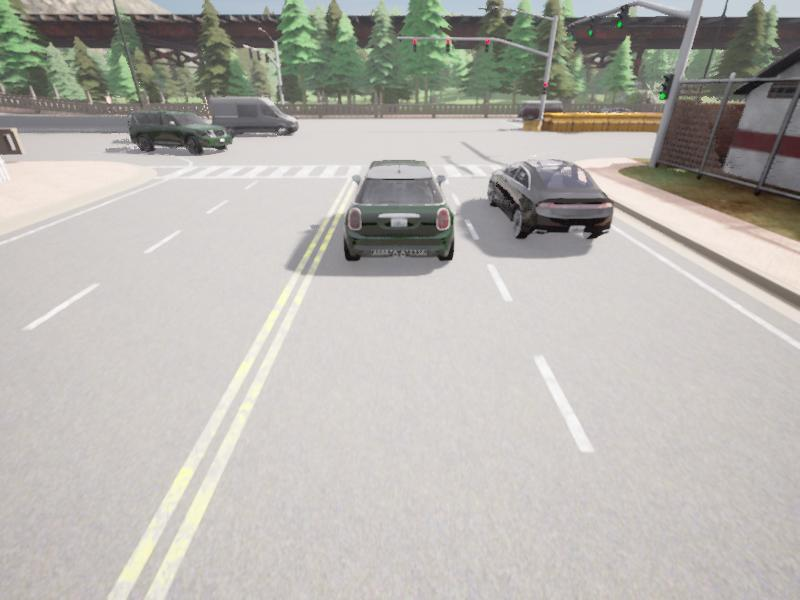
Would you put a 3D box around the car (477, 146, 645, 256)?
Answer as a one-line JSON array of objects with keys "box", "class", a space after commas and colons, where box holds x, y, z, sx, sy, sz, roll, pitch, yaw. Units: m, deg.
[{"box": [3.483, -2.714, 9.962, 2.128, 1.511, 4.902, 0, 28, 0], "class": "car"}]

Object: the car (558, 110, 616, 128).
[{"box": [16.928, -16.479, 36.348, 4.181, 1.385, 1.994, -1, 28, -2], "class": "car"}]

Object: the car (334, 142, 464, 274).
[{"box": [-0.019, -2.326, 8.922, 2.097, 1.767, 4.553, 0, 28, 0], "class": "car"}]

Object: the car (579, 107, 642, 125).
[{"box": [20.671, -18.230, 39.526, 4.902, 1.511, 2.128, -1, 28, -2], "class": "car"}]

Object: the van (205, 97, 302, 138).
[{"box": [-10.457, -13.297, 29.067, 5.915, 2.561, 1.988, -1, 28, -2], "class": "van"}]

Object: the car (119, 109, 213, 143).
[{"box": [-15.049, -11.304, 25.989, 4.605, 1.855, 1.932, -1, 28, -1], "class": "car"}]

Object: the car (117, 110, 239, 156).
[{"box": [-11.866, -9.064, 21.527, 5.566, 2.045, 2.150, 9, 28, 17], "class": "car"}]

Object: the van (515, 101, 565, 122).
[{"box": [14.723, -19.969, 42.343, 4.442, 1.987, 1.775, -1, 28, -2], "class": "van"}]
